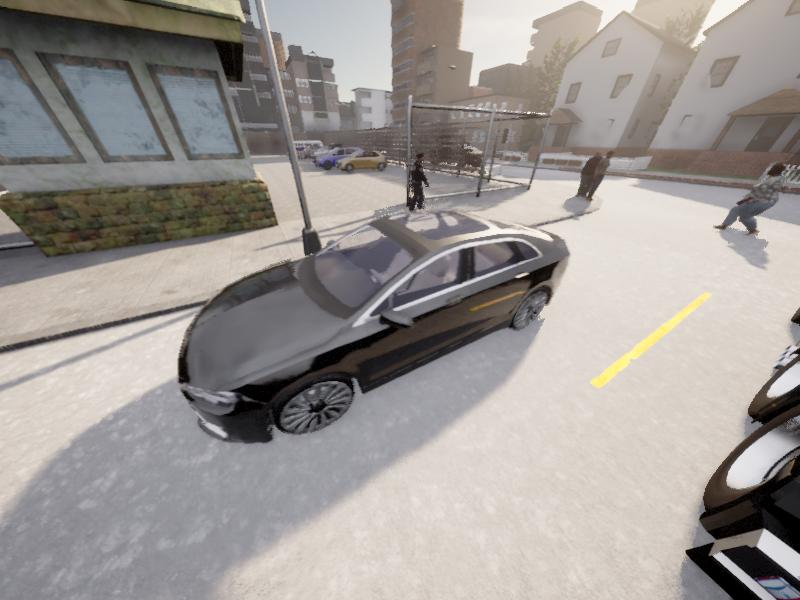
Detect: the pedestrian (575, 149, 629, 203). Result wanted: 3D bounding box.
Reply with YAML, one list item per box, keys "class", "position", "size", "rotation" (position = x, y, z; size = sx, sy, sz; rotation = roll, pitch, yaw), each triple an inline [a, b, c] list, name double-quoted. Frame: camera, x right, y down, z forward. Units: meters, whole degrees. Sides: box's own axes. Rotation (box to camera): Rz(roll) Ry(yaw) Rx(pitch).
- class: "pedestrian"
  position: [8.232, -5.081, 9.511]
  size: [0.751, 1.860, 0.751]
  rotation: [-5, 35, -8]

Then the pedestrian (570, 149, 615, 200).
- class: "pedestrian"
  position: [8.243, -5.431, 10.015]
  size: [0.751, 1.860, 0.751]
  rotation: [14, 37, 18]

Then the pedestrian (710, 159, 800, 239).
- class: "pedestrian"
  position: [9.913, -2.754, 6.354]
  size: [0.751, 1.860, 0.751]
  rotation: [-18, 39, -24]

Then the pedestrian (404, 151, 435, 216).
- class: "pedestrian"
  position: [0.592, -3.906, 7.776]
  size: [0.751, 1.860, 0.751]
  rotation: [-8, 36, -12]

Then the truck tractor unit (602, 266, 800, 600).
- class: "truck tractor unit"
  position: [5.115, -0.295, 0.783]
  size: [6.516, 4.208, 3.053]
  rotation: [-18, 39, -24]

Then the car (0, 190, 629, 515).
- class: "car"
  position: [0.139, -0.239, 3.027]
  size: [4.902, 1.511, 2.128]
  rotation: [-18, 39, -24]
